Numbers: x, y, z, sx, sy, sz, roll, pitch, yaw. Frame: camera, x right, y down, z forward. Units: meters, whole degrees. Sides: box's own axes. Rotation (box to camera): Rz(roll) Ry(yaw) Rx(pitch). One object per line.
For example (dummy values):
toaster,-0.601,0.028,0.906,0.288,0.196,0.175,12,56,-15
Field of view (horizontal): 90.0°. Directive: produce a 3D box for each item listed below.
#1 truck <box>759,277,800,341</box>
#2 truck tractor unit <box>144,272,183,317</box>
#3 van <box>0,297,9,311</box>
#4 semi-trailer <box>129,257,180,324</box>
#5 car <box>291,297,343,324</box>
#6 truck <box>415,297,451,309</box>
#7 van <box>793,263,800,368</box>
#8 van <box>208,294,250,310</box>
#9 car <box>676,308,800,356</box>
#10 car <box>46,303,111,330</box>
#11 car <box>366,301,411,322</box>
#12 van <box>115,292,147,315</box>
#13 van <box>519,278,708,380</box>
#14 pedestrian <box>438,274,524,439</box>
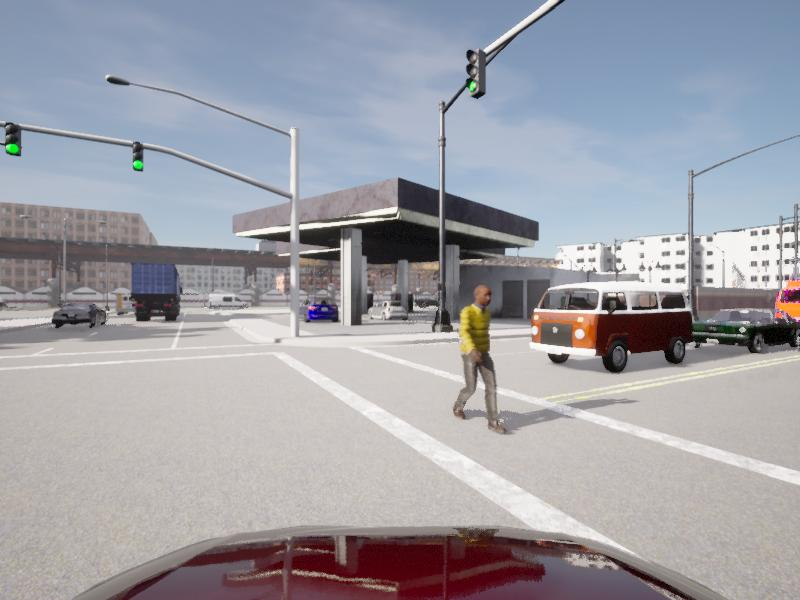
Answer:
truck,17.876,0.356,16.753,5.204,2.467,2.627,0,0,-28
truck tractor unit,-23.728,-0.516,40.434,3.053,4.208,6.516,0,0,-28
van,-60.373,0.567,58.198,4.480,2.038,2.069,-1,0,-28
semi-trailer,-20.050,-0.618,33.428,2.717,4.402,14.254,0,0,-28
car,-5.707,0.638,26.983,2.242,1.667,4.611,0,0,-27
truck,6.202,0.541,74.973,6.274,2.098,2.390,0,0,-12
van,12.593,0.378,9.891,6.366,2.431,2.351,0,0,-28
van,-27.249,0.321,63.792,5.915,2.561,1.988,0,0,-28
car,11.463,0.943,13.256,4.718,1.301,1.895,0,0,-29
car,-19.027,0.894,23.945,2.033,1.411,5.357,0,0,-28
car,-0.973,0.799,30.327,1.970,1.475,3.806,0,0,-27
van,-29.896,0.378,44.672,2.351,2.431,6.366,0,0,-28
van,5.362,0.571,9.980,4.480,2.038,2.069,0,0,-29
pedestrian,1.001,0.637,5.014,0.751,1.860,0.751,0,0,-28
